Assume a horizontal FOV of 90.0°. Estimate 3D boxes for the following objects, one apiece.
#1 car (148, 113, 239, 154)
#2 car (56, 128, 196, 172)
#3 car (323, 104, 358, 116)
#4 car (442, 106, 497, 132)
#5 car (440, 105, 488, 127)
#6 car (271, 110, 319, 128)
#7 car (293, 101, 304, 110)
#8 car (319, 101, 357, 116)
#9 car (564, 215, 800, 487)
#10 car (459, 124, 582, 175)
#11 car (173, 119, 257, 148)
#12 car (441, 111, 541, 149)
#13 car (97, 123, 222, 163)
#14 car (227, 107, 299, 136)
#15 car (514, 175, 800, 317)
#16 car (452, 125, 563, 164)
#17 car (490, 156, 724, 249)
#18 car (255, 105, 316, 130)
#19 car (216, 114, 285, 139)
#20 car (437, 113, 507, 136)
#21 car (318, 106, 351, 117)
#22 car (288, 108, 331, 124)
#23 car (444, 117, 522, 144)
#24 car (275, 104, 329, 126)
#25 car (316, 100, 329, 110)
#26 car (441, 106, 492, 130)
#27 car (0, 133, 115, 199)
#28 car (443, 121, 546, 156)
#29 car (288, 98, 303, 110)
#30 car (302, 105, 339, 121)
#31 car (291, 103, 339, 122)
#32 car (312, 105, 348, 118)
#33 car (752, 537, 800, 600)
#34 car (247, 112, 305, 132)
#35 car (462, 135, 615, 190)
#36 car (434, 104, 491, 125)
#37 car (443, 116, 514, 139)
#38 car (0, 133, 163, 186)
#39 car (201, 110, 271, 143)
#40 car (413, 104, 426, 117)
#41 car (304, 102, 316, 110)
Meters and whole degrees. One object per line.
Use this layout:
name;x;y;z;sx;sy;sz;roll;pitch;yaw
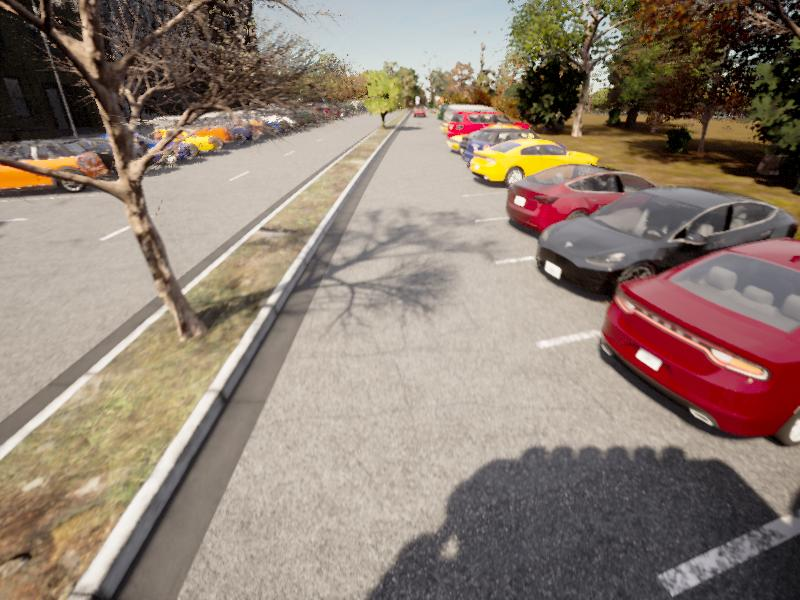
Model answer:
car;-12.478;-10.299;24.609;4.442;1.987;1.878;-9;28;-15
car;-12.891;-7.325;19.327;5.008;1.535;2.097;-9;28;-15
car;-10.032;-32.088;67.376;5.366;1.575;1.946;-9;29;-14
car;6.247;-16.373;36.192;4.442;1.987;1.878;-8;29;-15
car;6.570;-19.096;41.479;4.442;1.987;1.878;-8;29;-15
car;-11.398;-19.679;43.393;4.792;1.488;2.163;-9;28;-14
car;-25.039;-47.717;98.151;2.185;1.767;4.553;-7;26;-14
car;-10.063;-30.935;64.620;5.566;2.045;2.435;-9;29;-14
car;4.843;0.108;4.685;5.008;1.535;2.097;-8;28;-17
car;5.253;-6.780;17.786;4.553;1.767;2.185;-8;28;-16
car;-12.451;-11.423;27.358;4.792;1.488;2.163;-9;28;-15
car;5.737;-10.975;25.657;5.566;2.045;2.435;-8;28;-15
car;-12.913;-8.673;21.949;5.366;1.575;1.946;-9;28;-15
car;-11.957;-15.797;35.241;5.566;2.045;2.435;-9;28;-14
car;4.873;-1.214;7.317;4.792;1.488;2.163;-8;29;-17
car;5.408;-8.029;20.488;4.892;1.521;2.231;-8;28;-15
car;5.002;-2.583;9.977;4.792;1.488;2.163;-8;28;-16
car;-11.623;-18.543;40.575;5.566;2.045;2.435;-9;28;-14
car;-12.097;-14.206;32.699;5.008;1.535;2.097;-9;28;-14
car;6.015;-14.806;33.635;5.366;1.575;1.946;-8;29;-15
car;-10.213;-29.297;62.093;4.674;1.452;2.002;-9;28;-14
car;-11.064;-22.427;48.730;4.792;1.488;2.163;-9;28;-14
car;5.842;-12.075;28.406;4.792;1.488;2.163;-8;29;-15
car;-11.239;-21.304;45.935;5.566;2.045;2.435;-9;28;-14
car;-19.032;-47.700;97.756;2.435;2.045;5.566;-7;26;-14
car;6.409;-17.735;38.836;4.442;1.987;1.878;-7;29;-15
car;-13.109;-4.677;13.903;4.553;1.767;2.185;-10;29;-16
car;5.381;-9.364;23.069;5.366;1.575;1.946;-8;29;-15
car;-21.613;-40.431;82.542;2.435;2.045;5.566;-7;27;-14
car;-10.719;-25.309;53.990;4.553;1.767;2.185;-9;28;-14
car;-10.902;-24.052;51.273;5.566;2.045;2.435;-9;28;-14
car;-10.397;-27.948;59.391;5.008;1.535;2.097;-9;28;-14
car;4.847;1.350;2.000;4.553;1.767;2.185;-9;29;-17
car;-11.763;-16.953;38.034;5.008;1.535;2.097;-9;28;-14
car;5.154;-5.315;15.217;5.008;1.535;2.097;-8;28;-16
car;6.873;-20.500;44.151;5.566;2.045;2.435;-8;28;-15
car;6.058;-13.446;31.069;4.792;1.488;2.163;-7;28;-15
car;-13.001;-5.944;16.645;4.892;1.521;2.231;-9;29;-15
car;-12.154;-13.052;29.958;4.442;1.987;1.878;-9;28;-14
car;2.980;-28.237;59.705;1.851;1.617;3.988;1;27;3
car;-22.029;-47.541;98.042;2.231;1.521;4.892;-7;25;-15
